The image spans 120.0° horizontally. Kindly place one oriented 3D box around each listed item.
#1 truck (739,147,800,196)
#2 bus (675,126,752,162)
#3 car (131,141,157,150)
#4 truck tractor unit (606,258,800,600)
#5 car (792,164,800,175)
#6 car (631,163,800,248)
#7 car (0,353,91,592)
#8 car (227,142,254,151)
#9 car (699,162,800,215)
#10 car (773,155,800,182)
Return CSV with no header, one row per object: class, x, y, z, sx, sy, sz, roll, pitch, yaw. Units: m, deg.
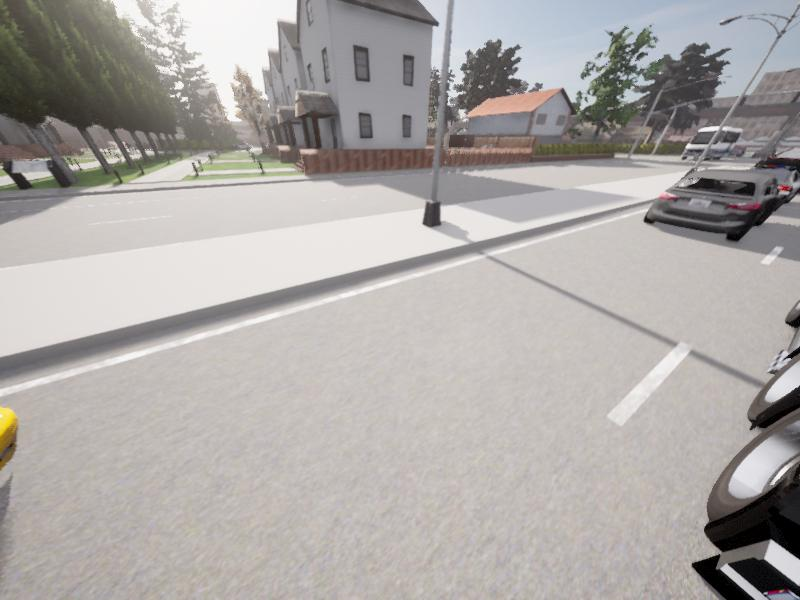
truck,23.775,-7.831,13.808,6.274,2.098,2.390,-18,39,-25
bus,49.151,-24.459,36.246,10.273,4.253,3.944,-18,39,-25
car,-61.329,-37.083,55.408,2.033,1.649,4.856,-10,36,-15
truck tractor unit,5.102,-0.300,0.852,6.516,4.208,3.053,-18,37,-25
car,38.257,-12.212,21.019,4.718,1.301,1.895,-18,39,-25
car,10.325,-3.281,7.447,4.611,1.667,2.242,-18,39,-25
car,-4.954,1.725,0.107,5.366,1.575,1.801,-18,39,-25
car,-37.543,-36.215,54.496,2.038,1.542,4.974,11,36,15
car,16.208,-5.138,10.323,4.974,1.542,2.038,-18,39,-25
car,31.375,-10.070,17.632,4.974,1.542,2.038,-18,39,-25
